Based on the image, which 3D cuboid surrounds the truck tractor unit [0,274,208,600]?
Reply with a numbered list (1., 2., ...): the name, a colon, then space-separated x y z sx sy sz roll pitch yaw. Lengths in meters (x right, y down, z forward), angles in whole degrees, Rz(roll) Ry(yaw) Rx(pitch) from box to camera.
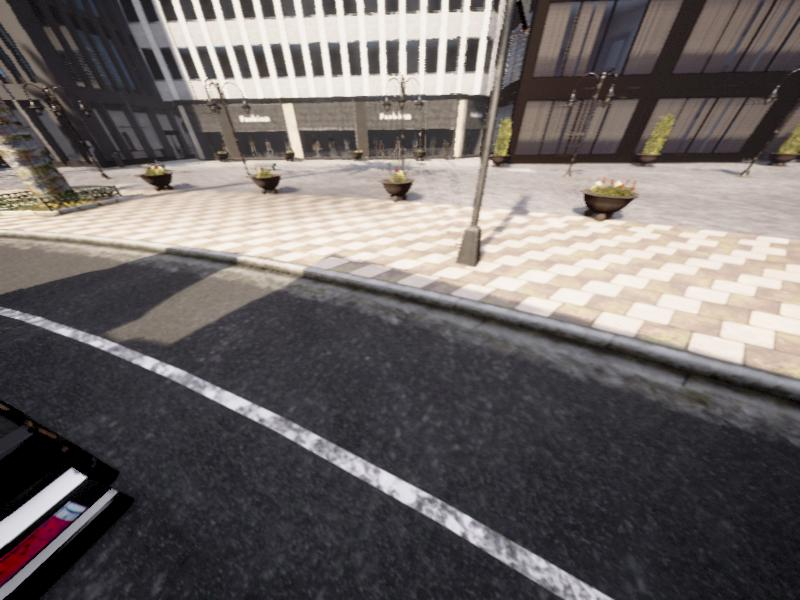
1. truck tractor unit: -5.273 -0.093 0.509 6.516 4.208 3.053 11 36 16
